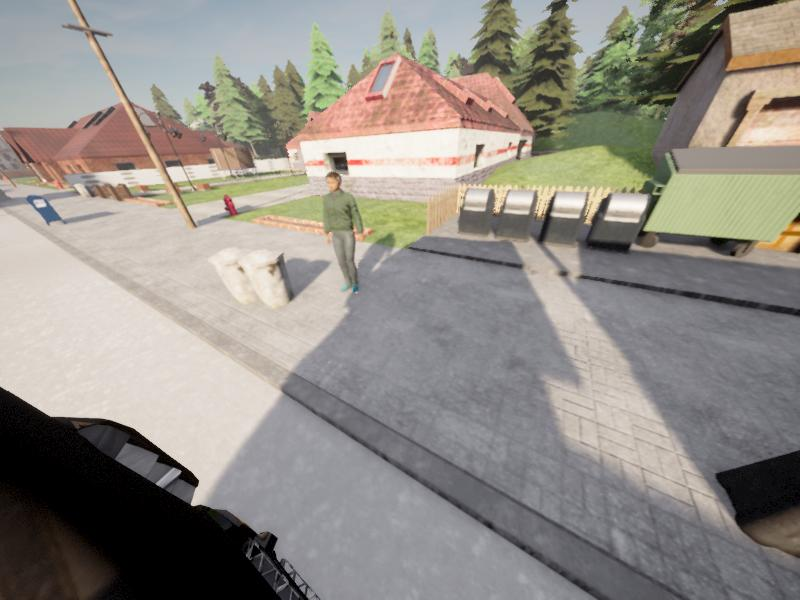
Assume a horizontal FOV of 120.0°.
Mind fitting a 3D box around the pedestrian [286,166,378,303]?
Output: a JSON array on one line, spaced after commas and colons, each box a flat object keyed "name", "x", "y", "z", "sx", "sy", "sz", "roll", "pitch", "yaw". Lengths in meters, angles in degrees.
[{"name": "pedestrian", "x": -0.912, "y": -0.970, "z": 3.583, "sx": 0.751, "sy": 1.860, "sz": 0.751, "roll": 7, "pitch": 35, "yaw": 14}]
